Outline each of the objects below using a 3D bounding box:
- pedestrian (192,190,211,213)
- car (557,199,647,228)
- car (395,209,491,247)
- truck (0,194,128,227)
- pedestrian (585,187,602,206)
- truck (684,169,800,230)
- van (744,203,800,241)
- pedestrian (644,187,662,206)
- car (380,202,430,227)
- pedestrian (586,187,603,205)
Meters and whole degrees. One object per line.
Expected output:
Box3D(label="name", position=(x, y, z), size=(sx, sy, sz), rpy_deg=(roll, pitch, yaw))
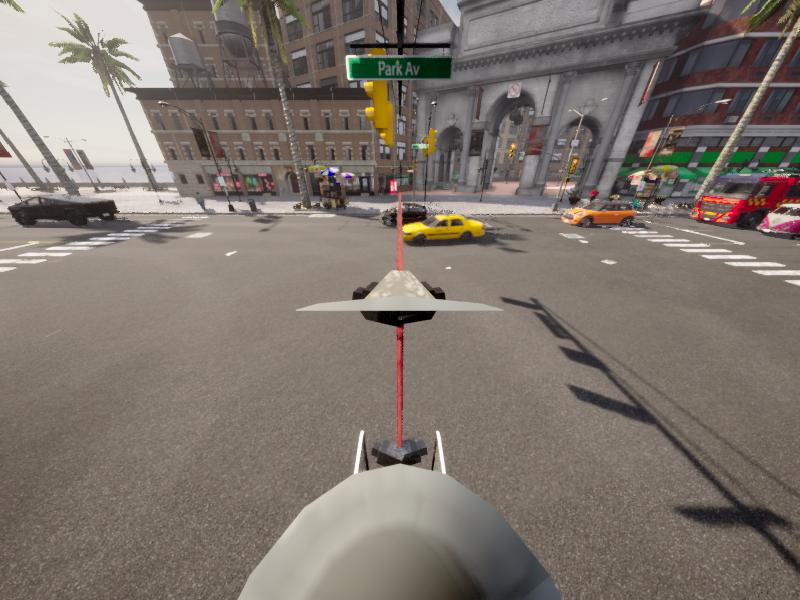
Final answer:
Box3D(label="pedestrian", position=(-18.944, -9.394, 22.064), size=(0.751, 1.860, 0.751), rpy_deg=(-21, 36, -32))
Box3D(label="car", position=(15.389, -6.746, 17.893), size=(4.553, 1.767, 2.097), rpy_deg=(0, 30, 1))
Box3D(label="car", position=(2.527, -4.495, 14.209), size=(5.366, 1.575, 1.801), rpy_deg=(-7, 31, -11))
Box3D(label="truck", position=(-26.430, -7.111, 18.223), size=(6.274, 2.098, 2.390), rpy_deg=(0, 30, 1))
Box3D(label="pedestrian", position=(21.565, -11.532, 25.765), size=(0.751, 1.860, 0.751), rpy_deg=(26, 39, 37))
Box3D(label="truck", position=(28.198, -7.550, 17.256), size=(8.468, 3.827, 2.891), rpy_deg=(0, 30, 1))
Box3D(label="van", position=(26.049, -5.008, 14.692), size=(4.442, 1.987, 1.775), rpy_deg=(0, 30, 1))
Box3D(label="pedestrian", position=(28.438, -11.670, 26.006), size=(0.751, 1.860, 0.751), rpy_deg=(25, 38, 36))
Box3D(label="car", position=(0.356, -6.725, 18.102), size=(3.705, 1.549, 1.789), rpy_deg=(1, 30, 0))
Box3D(label="pedestrian", position=(22.105, -11.825, 26.275), size=(0.751, 1.860, 0.751), rpy_deg=(-25, 38, -37))
